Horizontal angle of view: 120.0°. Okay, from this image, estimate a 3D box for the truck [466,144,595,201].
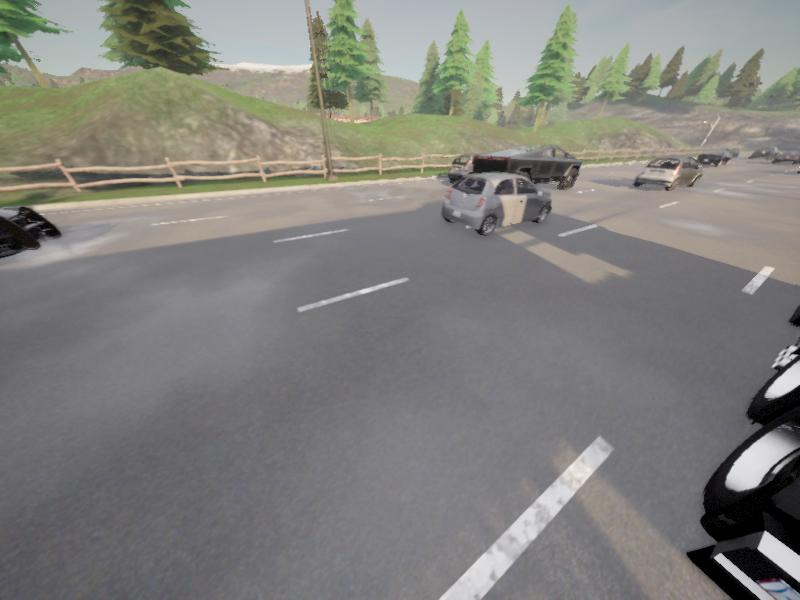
[{"bbox_3d":[6.812,-6.889,12.143,6.274,2.098,2.390,-18,39,-24],"label":"truck"}]

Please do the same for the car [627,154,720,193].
[{"bbox_3d":[15.836,-7.434,13.443,3.988,1.617,1.851,-15,38,-21],"label":"car"}]

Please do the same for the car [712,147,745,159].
[{"bbox_3d":[54.250,-24.297,38.126,4.514,1.525,2.007,-18,39,-24],"label":"car"}]

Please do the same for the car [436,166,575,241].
[{"bbox_3d":[3.220,-3.189,7.288,3.633,1.501,1.845,-18,39,-24],"label":"car"}]

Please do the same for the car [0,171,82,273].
[{"bbox_3d":[-10.463,-1.115,4.076,5.238,1.638,1.930,-18,39,-24],"label":"car"}]

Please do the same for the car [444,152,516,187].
[{"bbox_3d":[5.064,-8.426,14.766,3.988,1.617,1.851,-18,39,-24],"label":"car"}]

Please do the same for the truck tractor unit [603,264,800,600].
[{"bbox_3d":[5.109,-0.302,0.788,6.516,4.208,3.053,-18,39,-24],"label":"truck tractor unit"}]

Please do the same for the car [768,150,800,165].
[{"bbox_3d":[49.879,-18.221,29.464,5.357,1.411,2.033,-18,39,-24],"label":"car"}]

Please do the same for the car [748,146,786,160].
[{"bbox_3d":[57.711,-23.223,36.379,4.553,1.767,2.097,-18,39,-24],"label":"car"}]

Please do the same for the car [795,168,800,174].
[{"bbox_3d":[36.863,-11.669,20.005,4.718,1.301,1.895,-18,39,-24],"label":"car"}]

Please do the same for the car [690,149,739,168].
[{"bbox_3d":[34.851,-15.725,25.606,5.008,1.535,1.882,-18,39,-24],"label":"car"}]
